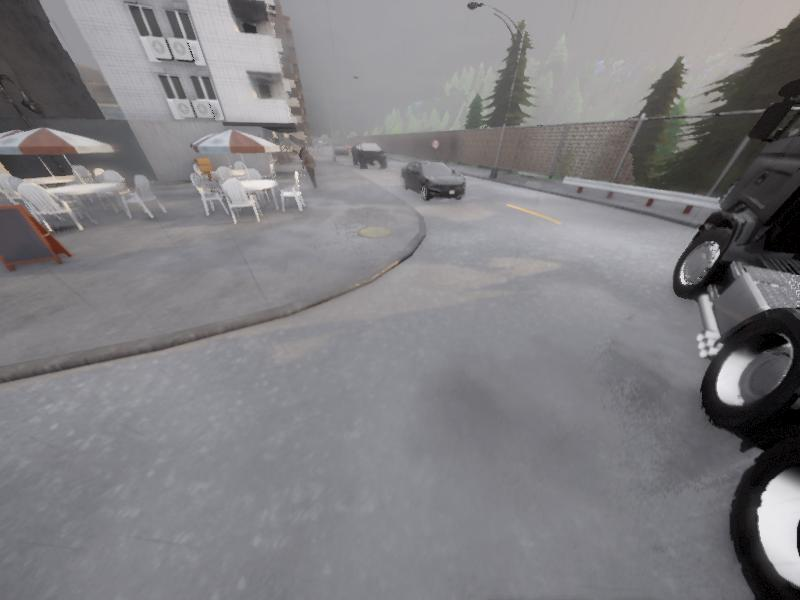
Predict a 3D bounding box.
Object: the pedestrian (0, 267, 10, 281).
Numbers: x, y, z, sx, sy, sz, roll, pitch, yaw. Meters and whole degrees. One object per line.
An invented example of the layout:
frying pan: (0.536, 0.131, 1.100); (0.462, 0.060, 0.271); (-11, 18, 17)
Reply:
pedestrian: (-7.616, -0.716, 3.847); (0.500, 1.100, 0.500); (-12, 37, -17)

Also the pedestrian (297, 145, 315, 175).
pedestrian: (-7.095, -10.638, 17.539); (0.751, 1.860, 0.751); (-18, 38, -24)

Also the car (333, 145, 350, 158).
car: (-9.792, -24.802, 38.447); (1.930, 1.638, 5.238); (-11, 36, -16)

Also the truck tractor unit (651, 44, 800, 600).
truck tractor unit: (4.702, -0.584, 1.187); (3.053, 4.208, 6.516); (26, 43, 32)

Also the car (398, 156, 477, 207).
car: (1.489, -6.096, 11.513); (1.882, 1.535, 5.008); (-9, 36, -14)

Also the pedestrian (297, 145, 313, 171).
pedestrian: (-8.039, -12.083, 19.627); (0.751, 1.860, 0.751); (-17, 38, -24)

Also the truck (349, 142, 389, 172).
truck: (-3.127, -14.066, 22.533); (2.390, 2.098, 6.274); (-11, 36, -16)

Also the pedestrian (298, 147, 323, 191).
pedestrian: (-4.585, -6.750, 11.925); (0.751, 1.860, 0.751); (-15, 37, -20)
